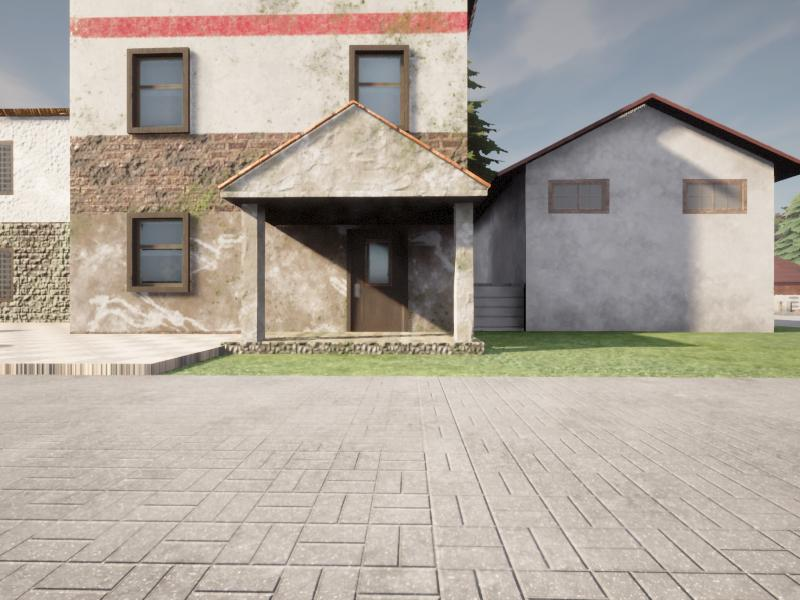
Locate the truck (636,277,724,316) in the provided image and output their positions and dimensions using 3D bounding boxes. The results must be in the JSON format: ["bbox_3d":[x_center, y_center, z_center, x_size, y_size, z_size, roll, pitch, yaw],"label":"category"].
[{"bbox_3d":[19.352,-0.244,28.086,2.627,2.467,5.204,0,0,1],"label":"truck"}]

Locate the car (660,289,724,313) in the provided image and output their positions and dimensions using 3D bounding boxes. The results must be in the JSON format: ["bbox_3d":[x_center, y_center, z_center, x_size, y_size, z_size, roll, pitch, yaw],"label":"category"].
[{"bbox_3d":[23.381,0.055,32.258,1.932,1.855,4.605,0,1,2],"label":"car"}]

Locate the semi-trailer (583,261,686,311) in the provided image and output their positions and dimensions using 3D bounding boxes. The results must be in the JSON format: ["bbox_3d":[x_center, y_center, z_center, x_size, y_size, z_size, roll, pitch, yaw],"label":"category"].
[{"bbox_3d":[23.665,-1.217,41.997,2.717,4.402,14.254,0,0,1],"label":"semi-trailer"}]
